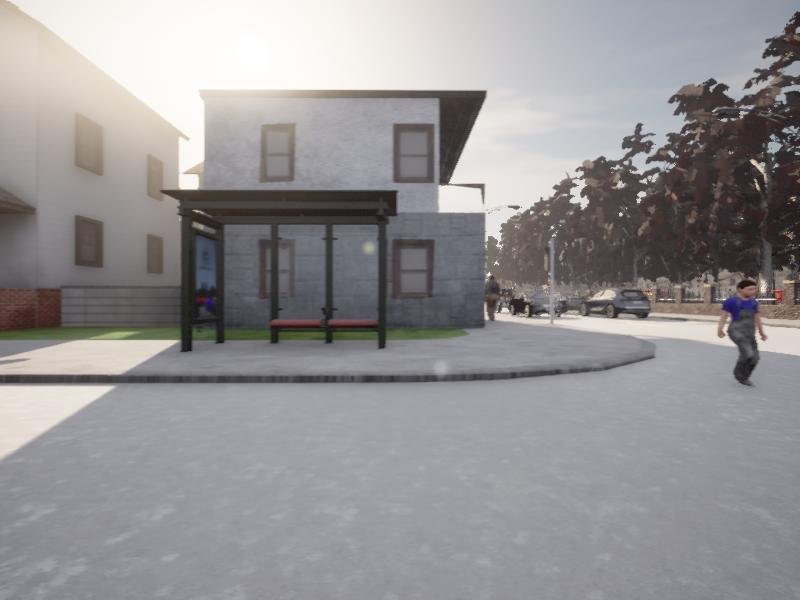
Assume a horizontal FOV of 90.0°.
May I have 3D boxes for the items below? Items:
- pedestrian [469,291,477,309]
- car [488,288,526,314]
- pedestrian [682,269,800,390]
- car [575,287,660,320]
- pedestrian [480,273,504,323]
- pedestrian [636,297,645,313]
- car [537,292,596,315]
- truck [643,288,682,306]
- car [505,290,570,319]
[{"bbox_3d":[7.601,0.040,41.862,0.751,1.860,0.751,0,0,7],"label":"pedestrian"},{"bbox_3d":[8.169,0.058,30.999,1.932,1.855,4.605,0,0,3],"label":"car"},{"bbox_3d":[3.949,0.320,4.698,0.751,1.300,0.751,0,0,0],"label":"pedestrian"},{"bbox_3d":[12.076,0.186,22.686,2.033,1.649,4.856,0,0,-2],"label":"car"},{"bbox_3d":[3.559,-0.073,15.531,0.751,1.860,0.751,0,0,-1],"label":"pedestrian"},{"bbox_3d":[16.396,0.325,27.270,0.500,1.100,0.500,0,0,23],"label":"pedestrian"},{"bbox_3d":[12.114,0.244,29.544,2.128,1.511,4.902,0,0,-3],"label":"car"},{"bbox_3d":[56.926,-0.664,87.128,2.891,3.827,8.468,0,0,0],"label":"truck"},{"bbox_3d":[7.889,0.241,23.551,2.128,1.511,4.902,0,0,0],"label":"car"}]
